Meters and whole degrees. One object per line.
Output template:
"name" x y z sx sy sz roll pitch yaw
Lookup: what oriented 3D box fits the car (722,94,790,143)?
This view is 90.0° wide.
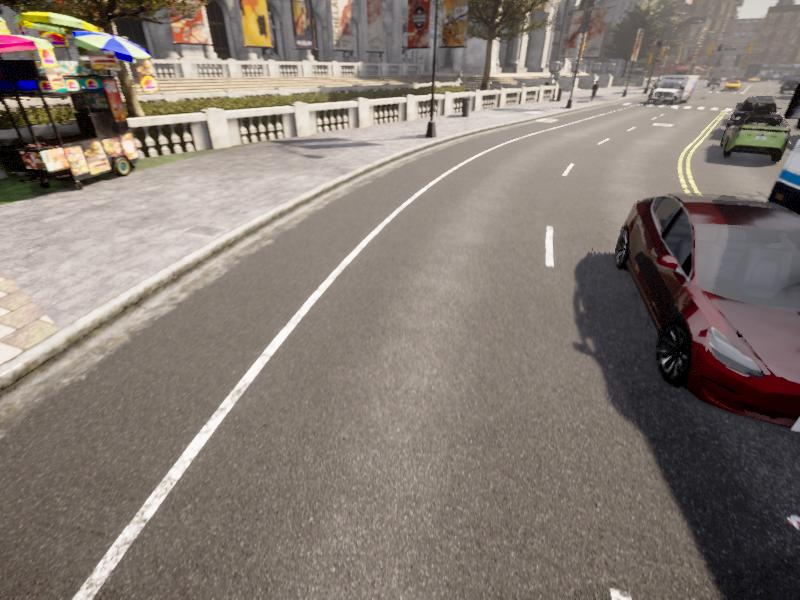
"car" 18.435 -9.555 20.802 1.932 1.855 4.605 22 36 32

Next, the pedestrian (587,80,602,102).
"pedestrian" 18.569 -19.938 38.186 0.751 1.860 0.751 24 38 34

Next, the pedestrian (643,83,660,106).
"pedestrian" 23.128 -18.914 36.828 0.751 1.860 0.751 21 36 30

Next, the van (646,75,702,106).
"van" 27.076 -20.721 39.474 6.366 2.431 2.351 -26 39 -37

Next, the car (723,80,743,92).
"car" 52.944 -34.055 63.604 1.882 1.535 5.008 22 37 32

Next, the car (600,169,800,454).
"car" 4.335 -0.388 5.282 2.163 1.488 4.792 9 31 14

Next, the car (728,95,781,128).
"car" 22.904 -12.258 25.847 2.007 1.525 4.514 22 37 32

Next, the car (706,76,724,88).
"car" 59.401 -41.107 75.422 1.932 1.855 4.605 22 37 32

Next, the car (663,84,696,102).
"car" 31.312 -23.259 44.792 2.128 1.511 4.902 22 37 32

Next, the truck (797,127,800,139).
"truck" 21.412 -8.830 19.037 2.627 2.467 5.204 22 36 32

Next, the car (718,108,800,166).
"car" 14.471 -6.738 16.264 2.007 1.525 4.514 20 35 29

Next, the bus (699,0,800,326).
"bus" 7.039 -0.215 2.316 3.944 4.253 10.273 5 32 9
